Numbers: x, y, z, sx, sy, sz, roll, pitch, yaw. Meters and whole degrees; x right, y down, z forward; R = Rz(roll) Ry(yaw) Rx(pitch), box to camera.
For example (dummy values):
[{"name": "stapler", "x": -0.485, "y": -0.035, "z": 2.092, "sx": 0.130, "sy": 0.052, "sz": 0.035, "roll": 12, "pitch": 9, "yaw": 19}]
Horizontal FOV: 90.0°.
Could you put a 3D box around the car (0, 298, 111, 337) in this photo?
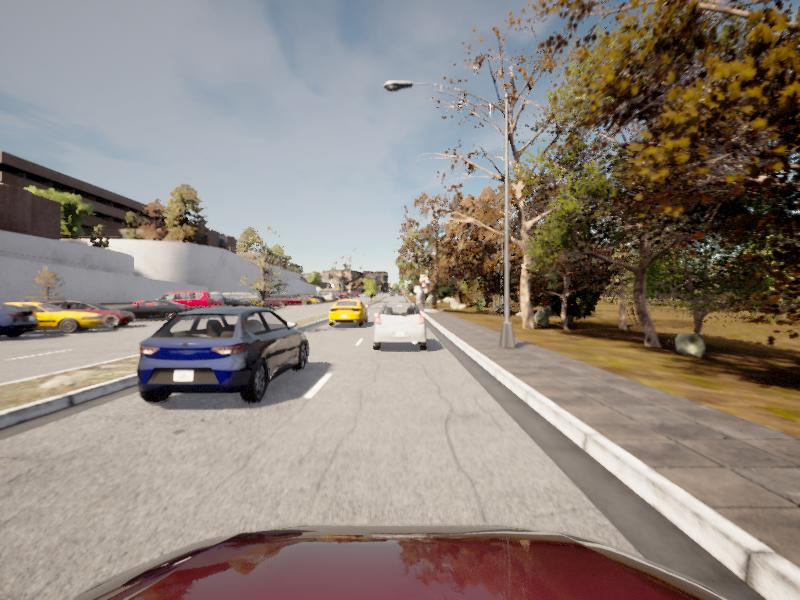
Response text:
[{"name": "car", "x": -16.700, "y": 0.760, "z": 18.256, "sx": 5.366, "sy": 1.575, "sz": 1.946, "roll": -1, "pitch": 0, "yaw": -20}]

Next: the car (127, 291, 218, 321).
[{"name": "car", "x": -16.895, "y": 0.378, "z": 30.108, "sx": 5.566, "sy": 2.045, "sz": 2.435, "roll": -1, "pitch": 1, "yaw": -20}]

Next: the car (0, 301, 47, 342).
[{"name": "car", "x": -16.900, "y": 0.821, "z": 15.187, "sx": 4.792, "sy": 1.488, "sz": 2.163, "roll": -1, "pitch": 1, "yaw": -20}]

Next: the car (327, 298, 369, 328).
[{"name": "car", "x": -3.003, "y": 0.692, "z": 24.019, "sx": 1.882, "sy": 1.535, "sz": 5.008, "roll": 0, "pitch": 1, "yaw": 0}]

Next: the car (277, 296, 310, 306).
[{"name": "car", "x": -16.823, "y": 0.161, "z": 63.044, "sx": 4.792, "sy": 1.488, "sz": 2.163, "roll": -1, "pitch": 1, "yaw": -20}]

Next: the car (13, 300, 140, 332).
[{"name": "car", "x": -16.843, "y": 0.767, "z": 21.184, "sx": 4.792, "sy": 1.488, "sz": 2.163, "roll": -1, "pitch": 0, "yaw": -20}]

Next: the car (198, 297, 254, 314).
[{"name": "car", "x": -16.855, "y": 0.495, "z": 39.075, "sx": 4.892, "sy": 1.521, "sz": 2.231, "roll": -1, "pitch": 1, "yaw": -20}]

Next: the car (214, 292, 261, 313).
[{"name": "car", "x": -16.971, "y": 0.226, "z": 42.011, "sx": 4.442, "sy": 1.987, "sz": 1.878, "roll": -1, "pitch": 1, "yaw": -20}]

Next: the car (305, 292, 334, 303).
[{"name": "car", "x": -16.867, "y": -0.512, "z": 84.032, "sx": 5.566, "sy": 2.045, "sz": 2.435, "roll": -1, "pitch": 2, "yaw": -20}]

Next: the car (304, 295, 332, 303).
[{"name": "car", "x": -16.668, "y": -0.199, "z": 81.111, "sx": 5.366, "sy": 1.575, "sz": 1.946, "roll": -1, "pitch": 1, "yaw": -20}]

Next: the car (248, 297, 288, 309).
[{"name": "car", "x": -16.830, "y": 0.343, "z": 51.040, "sx": 4.792, "sy": 1.488, "sz": 2.163, "roll": -1, "pitch": 1, "yaw": -20}]

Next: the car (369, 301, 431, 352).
[{"name": "car", "x": 0.000, "y": 0.786, "z": 13.782, "sx": 1.845, "sy": 1.501, "sz": 3.633, "roll": 0, "pitch": 0, "yaw": 0}]

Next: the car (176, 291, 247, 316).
[{"name": "car", "x": -16.841, "y": 0.288, "z": 36.103, "sx": 5.566, "sy": 2.045, "sz": 2.435, "roll": -1, "pitch": 1, "yaw": -20}]

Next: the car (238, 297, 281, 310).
[{"name": "car", "x": -16.852, "y": 0.399, "z": 48.022, "sx": 4.674, "sy": 1.452, "sz": 2.002, "roll": -1, "pitch": 1, "yaw": -20}]

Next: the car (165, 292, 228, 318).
[{"name": "car", "x": -16.759, "y": 0.357, "z": 33.151, "sx": 4.442, "sy": 1.987, "sz": 1.878, "roll": -1, "pitch": 1, "yaw": -20}]

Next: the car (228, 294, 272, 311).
[{"name": "car", "x": -16.830, "y": 0.278, "z": 45.047, "sx": 4.553, "sy": 1.767, "sz": 2.185, "roll": -1, "pitch": 1, "yaw": -20}]

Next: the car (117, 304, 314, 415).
[{"name": "car", "x": -3.001, "y": 0.844, "z": 7.614, "sx": 1.816, "sy": 1.474, "sz": 4.193, "roll": 0, "pitch": 0, "yaw": 0}]

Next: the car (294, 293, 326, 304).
[{"name": "car", "x": -16.820, "y": -0.317, "z": 75.054, "sx": 5.566, "sy": 2.045, "sz": 2.435, "roll": -1, "pitch": 1, "yaw": -20}]

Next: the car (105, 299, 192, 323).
[{"name": "car", "x": -16.864, "y": 0.708, "z": 27.141, "sx": 4.674, "sy": 1.452, "sz": 2.002, "roll": -1, "pitch": 1, "yaw": -20}]

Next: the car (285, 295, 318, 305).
[{"name": "car", "x": -17.018, "y": 0.039, "z": 68.967, "sx": 5.366, "sy": 1.575, "sz": 1.946, "roll": -1, "pitch": 1, "yaw": -20}]
